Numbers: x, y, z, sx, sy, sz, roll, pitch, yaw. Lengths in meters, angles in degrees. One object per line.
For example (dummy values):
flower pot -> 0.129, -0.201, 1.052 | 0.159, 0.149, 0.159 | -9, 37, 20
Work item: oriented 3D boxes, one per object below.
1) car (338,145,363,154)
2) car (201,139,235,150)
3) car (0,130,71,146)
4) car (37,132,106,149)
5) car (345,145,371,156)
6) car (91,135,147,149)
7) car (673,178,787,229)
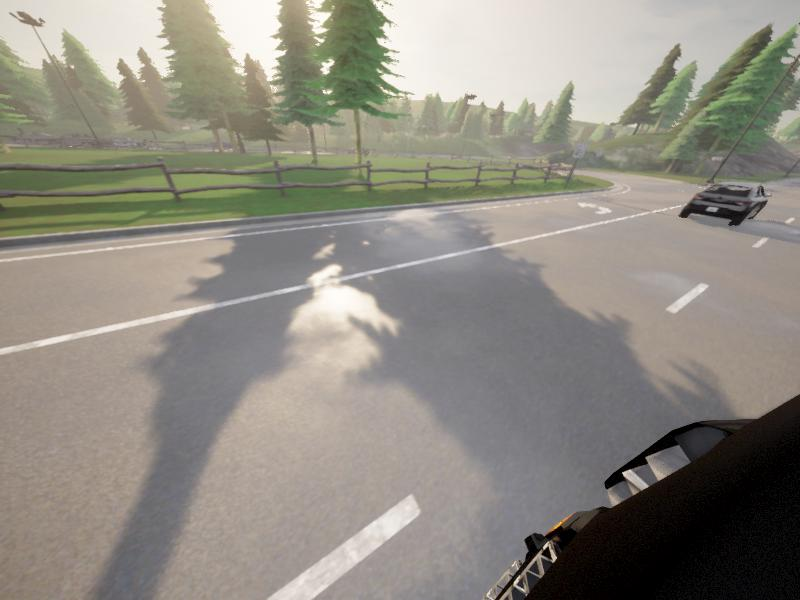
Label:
car -> -11.766, -35.902, 55.104 | 5.366, 1.575, 1.801 | -11, 37, -20
car -> -36.420, -31.245, 46.395 | 5.008, 1.535, 1.882 | -16, 38, -26
car -> -53.912, -24.043, 34.301 | 5.238, 1.638, 1.930 | -16, 38, -26
car -> -45.142, -22.046, 31.980 | 4.856, 1.649, 2.033 | -16, 38, -26
car -> -9.049, -32.293, 49.877 | 5.027, 1.651, 2.152 | -14, 37, -24
car -> -43.644, -24.682, 36.103 | 4.974, 1.542, 2.038 | -16, 38, -26
car -> 14.427, -4.359, 10.122 | 4.193, 1.474, 1.816 | -16, 38, -26
